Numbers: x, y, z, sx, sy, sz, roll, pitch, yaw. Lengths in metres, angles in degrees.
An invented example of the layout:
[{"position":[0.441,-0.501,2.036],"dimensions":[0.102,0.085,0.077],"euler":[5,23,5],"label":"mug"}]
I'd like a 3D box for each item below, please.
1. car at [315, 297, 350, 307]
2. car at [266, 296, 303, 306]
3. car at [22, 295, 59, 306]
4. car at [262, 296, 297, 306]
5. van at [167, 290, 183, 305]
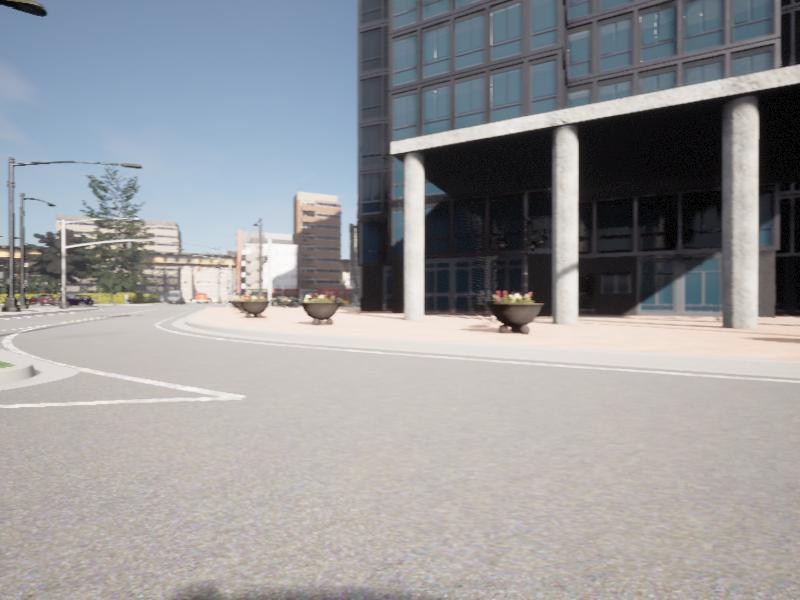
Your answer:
[{"position":[-11.133,0.283,65.951],"dimensions":[5.366,1.575,1.801],"euler":[1,0,-25],"label":"car"},{"position":[-18.107,0.168,62.776],"dimensions":[5.238,1.638,1.930],"euler":[1,0,-25],"label":"car"},{"position":[-53.395,0.040,59.445],"dimensions":[4.856,1.649,2.033],"euler":[0,0,20],"label":"car"},{"position":[-19.800,0.156,65.842],"dimensions":[5.238,1.638,1.930],"euler":[1,0,-26],"label":"car"},{"position":[-41.273,-0.423,73.495],"dimensions":[1.988,2.561,5.915],"euler":[0,0,-24],"label":"van"}]
